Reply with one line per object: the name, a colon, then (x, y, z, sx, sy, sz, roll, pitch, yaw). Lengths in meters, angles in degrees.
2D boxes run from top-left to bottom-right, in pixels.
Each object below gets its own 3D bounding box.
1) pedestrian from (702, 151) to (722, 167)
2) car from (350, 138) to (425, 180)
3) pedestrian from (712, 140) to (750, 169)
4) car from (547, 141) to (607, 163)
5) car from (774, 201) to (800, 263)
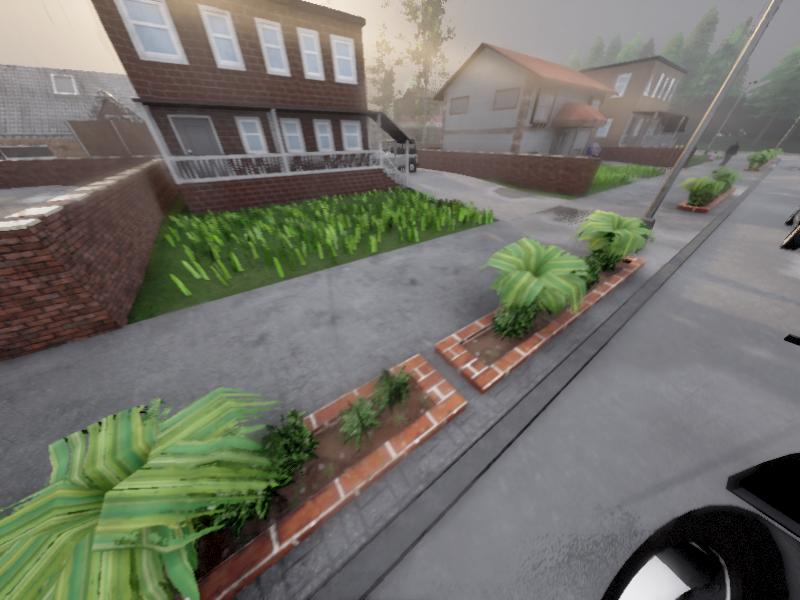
pedestrian: (25.394, -11.483, 18.817, 0.500, 1.100, 0.500, -23, 41, -28)
car: (-0.663, -8.555, 13.836, 3.866, 1.878, 1.905, -22, 41, -28)
pedestrian: (25.381, -11.198, 17.753, 0.751, 1.860, 0.751, 24, 42, 31)
car: (16.151, -13.687, 21.259, 1.845, 1.501, 3.633, -22, 41, -28)
car: (11.042, -2.023, 5.266, 5.238, 1.638, 1.930, -22, 41, -28)
